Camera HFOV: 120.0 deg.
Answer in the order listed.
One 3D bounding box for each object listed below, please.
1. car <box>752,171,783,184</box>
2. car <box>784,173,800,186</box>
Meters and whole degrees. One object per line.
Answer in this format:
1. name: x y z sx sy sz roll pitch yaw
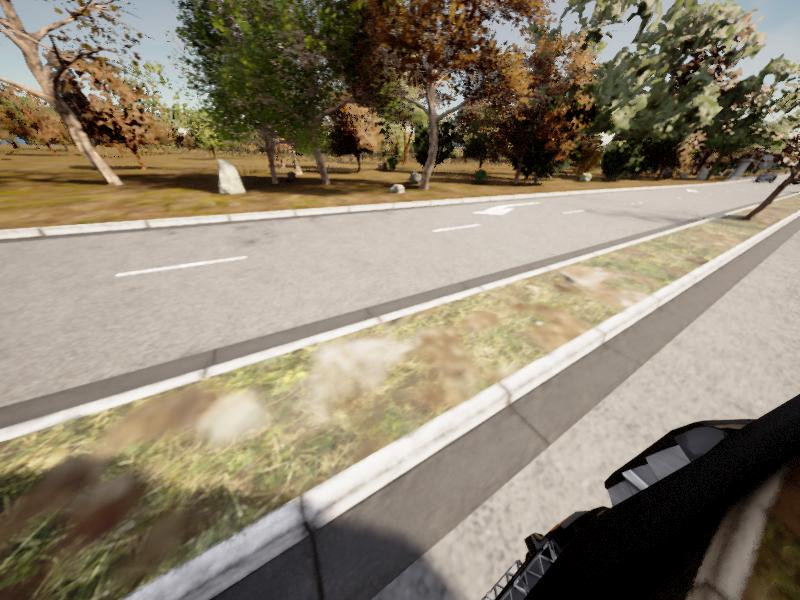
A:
1. car: 59.349 -19.806 37.343 3.705 1.549 1.789 -16 38 -25
2. car: 62.835 -18.878 36.191 3.988 1.617 1.851 -16 38 -25
